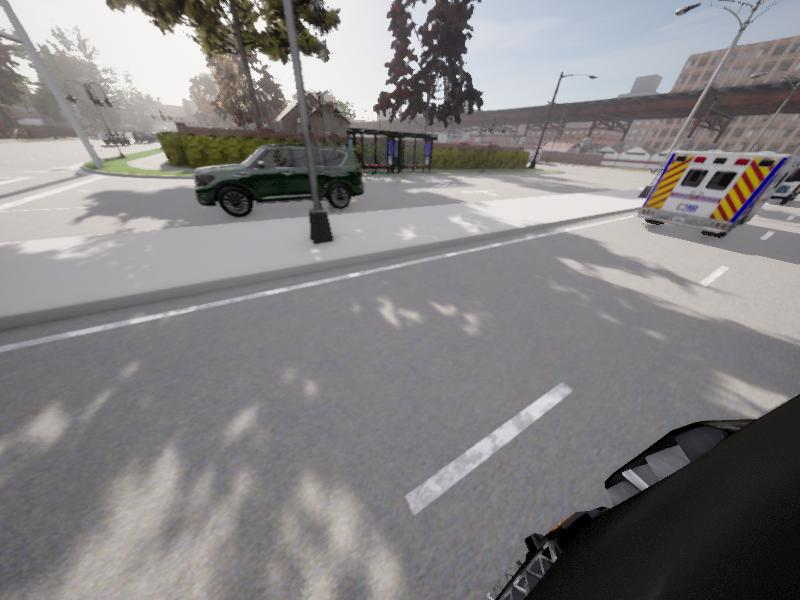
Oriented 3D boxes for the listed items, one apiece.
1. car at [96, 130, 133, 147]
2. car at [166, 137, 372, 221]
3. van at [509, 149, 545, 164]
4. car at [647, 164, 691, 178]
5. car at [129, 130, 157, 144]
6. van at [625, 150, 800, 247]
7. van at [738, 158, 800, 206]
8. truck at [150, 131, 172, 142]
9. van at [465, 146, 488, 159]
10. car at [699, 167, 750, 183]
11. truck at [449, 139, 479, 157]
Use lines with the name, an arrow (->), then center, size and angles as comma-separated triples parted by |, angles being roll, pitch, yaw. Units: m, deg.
car -> -42.369, -24.061, 34.459 | 1.932, 1.855, 4.605 | -16, 39, -26
car -> -4.053, -4.453, 8.347 | 5.566, 2.045, 2.150 | -16, 38, -26
van -> 27.952, -31.716, 51.107 | 2.351, 2.431, 6.366 | -16, 38, -26
car -> 39.900, -19.262, 34.391 | 1.789, 1.549, 3.705 | -16, 38, -26
car -> -50.300, -31.938, 45.346 | 2.150, 2.045, 5.566 | -16, 39, -26
van -> 11.970, -4.029, 8.696 | 6.366, 2.431, 2.351 | -16, 38, -26
van -> 27.488, -8.520, 16.541 | 5.915, 2.561, 1.988 | -16, 38, -26
truck -> -58.748, -40.326, 56.949 | 2.390, 2.098, 6.274 | -16, 39, -26
van -> 20.330, -39.596, 61.808 | 1.988, 2.561, 5.915 | -16, 39, -26
car -> 45.413, -17.602, 32.406 | 1.845, 1.501, 3.633 | -16, 38, -26
truck -> 19.003, -45.537, 69.126 | 2.891, 3.827, 8.468 | -16, 40, -26
